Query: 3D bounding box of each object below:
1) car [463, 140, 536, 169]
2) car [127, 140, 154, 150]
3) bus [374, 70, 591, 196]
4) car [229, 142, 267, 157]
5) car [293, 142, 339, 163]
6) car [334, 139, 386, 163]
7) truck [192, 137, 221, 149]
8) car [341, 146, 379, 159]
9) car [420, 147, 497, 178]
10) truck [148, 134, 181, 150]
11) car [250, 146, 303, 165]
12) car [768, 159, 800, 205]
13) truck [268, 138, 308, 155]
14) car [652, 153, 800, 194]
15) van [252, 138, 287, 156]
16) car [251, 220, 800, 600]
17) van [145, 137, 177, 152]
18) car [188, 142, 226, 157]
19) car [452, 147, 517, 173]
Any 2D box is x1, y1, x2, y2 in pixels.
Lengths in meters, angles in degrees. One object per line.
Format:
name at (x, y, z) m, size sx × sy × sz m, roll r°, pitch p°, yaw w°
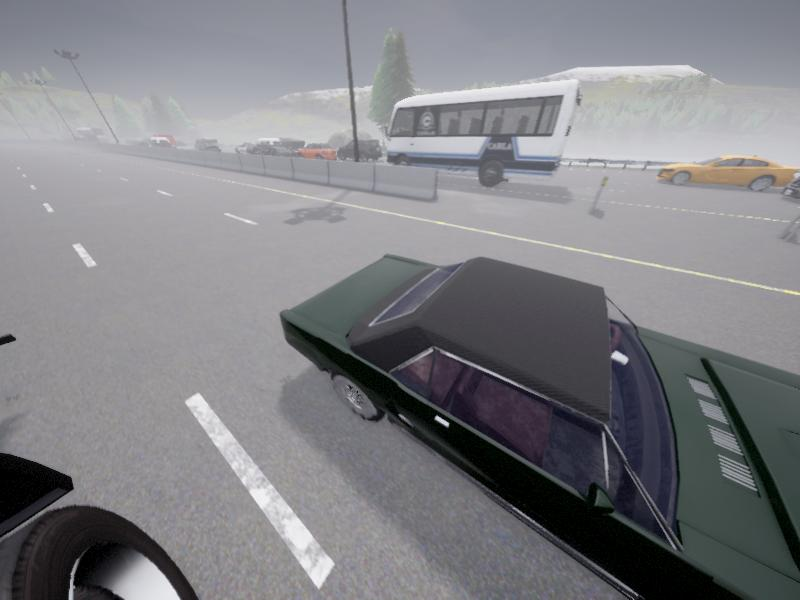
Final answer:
car at (9.094, -13.677, 21.601) m, size 5.566 × 2.045 × 2.150 m, roll 22°, pitch 40°, yaw 28°
car at (-51.031, -30.470, 45.458) m, size 4.902 × 1.511 × 2.128 m, roll 22°, pitch 41°, yaw 28°
bus at (3.825, -9.255, 13.374) m, size 10.273 × 4.253 × 3.944 m, roll 22°, pitch 40°, yaw 28°
car at (-20.943, -20.742, 31.837) m, size 4.974 × 1.542 × 2.038 m, roll 22°, pitch 41°, yaw 28°
car at (-9.093, -16.039, 25.028) m, size 4.553 × 1.767 × 2.097 m, roll 22°, pitch 41°, yaw 28°
car at (-4.499, -16.734, 25.836) m, size 5.566 × 2.045 × 2.150 m, roll 22°, pitch 41°, yaw 28°
truck at (-42.704, -34.737, 51.007) m, size 6.274 × 2.098 × 2.390 m, roll 22°, pitch 41°, yaw 28°
car at (-5.228, -19.184, 29.954) m, size 4.718 × 1.301 × 1.895 m, roll 22°, pitch 41°, yaw 28°
car at (4.283, -10.534, 17.479) m, size 5.027 × 1.651 × 2.152 m, roll 22°, pitch 41°, yaw 28°
truck at (-47.628, -31.969, 46.720) m, size 5.204 × 2.467 × 2.627 m, roll 22°, pitch 41°, yaw 28°
car at (-12.676, -14.872, 23.691) m, size 5.357 × 1.411 × 2.033 m, roll 22°, pitch 41°, yaw 28°
car at (19.235, -4.481, 8.973) m, size 4.611 × 1.667 × 2.242 m, roll 22°, pitch 41°, yaw 28°
truck at (-17.923, -24.667, 36.931) m, size 6.274 × 2.098 × 2.390 m, roll 22°, pitch 41°, yaw 28°
car at (18.212, -7.302, 13.082) m, size 5.008 × 1.535 × 1.882 m, roll 22°, pitch 41°, yaw 28°
van at (-19.338, -22.760, 34.264) m, size 4.480 × 2.038 × 2.069 m, roll 22°, pitch 41°, yaw 28°
car at (1.199, 0.643, 1.883) m, size 4.718 × 1.301 × 1.895 m, roll 22°, pitch 41°, yaw 28°
van at (-40.887, -26.594, 39.528) m, size 4.480 × 2.038 × 2.069 m, roll 22°, pitch 41°, yaw 28°
car at (-26.210, -20.416, 31.342) m, size 4.902 × 1.511 × 2.128 m, roll 22°, pitch 41°, yaw 28°
car at (6.982, -11.859, 19.463) m, size 4.514 × 1.525 × 2.007 m, roll 22°, pitch 41°, yaw 28°
